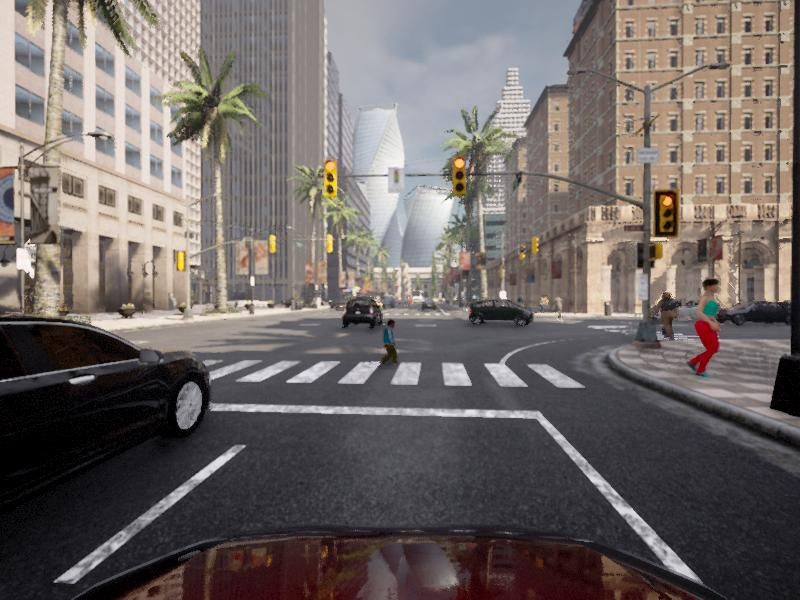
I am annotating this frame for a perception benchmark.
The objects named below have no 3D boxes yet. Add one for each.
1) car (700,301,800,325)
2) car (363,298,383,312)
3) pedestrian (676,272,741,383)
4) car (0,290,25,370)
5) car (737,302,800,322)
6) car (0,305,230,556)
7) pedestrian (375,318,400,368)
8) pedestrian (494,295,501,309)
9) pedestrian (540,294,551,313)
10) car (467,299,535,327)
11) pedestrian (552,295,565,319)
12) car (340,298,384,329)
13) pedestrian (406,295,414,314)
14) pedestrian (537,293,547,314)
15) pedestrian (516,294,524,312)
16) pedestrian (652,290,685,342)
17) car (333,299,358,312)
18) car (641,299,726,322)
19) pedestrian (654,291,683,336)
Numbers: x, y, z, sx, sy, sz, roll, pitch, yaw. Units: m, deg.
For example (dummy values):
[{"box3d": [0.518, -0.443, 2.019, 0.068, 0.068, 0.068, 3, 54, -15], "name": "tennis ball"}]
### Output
[{"box3d": [22.147, 0.792, 24.842, 5.357, 1.411, 2.033, 0, 0, 4], "name": "car"}, {"box3d": [-3.402, 0.593, 50.900, 1.801, 1.575, 5.366, 0, 0, 4], "name": "car"}, {"box3d": [5.559, 0.455, 7.214, 0.751, 1.860, 0.751, 0, 0, -37], "name": "pedestrian"}, {"box3d": [-10.073, 0.665, 7.219, 2.097, 1.767, 4.553, 0, 0, 6], "name": "car"}, {"box3d": [26.813, 0.828, 28.004, 4.718, 1.301, 1.895, 0, 0, 4], "name": "car"}, {"box3d": [-3.369, 0.832, 3.133, 1.837, 1.490, 4.892, 0, 0, 2], "name": "car"}, {"box3d": [-0.301, 0.979, 9.297, 0.500, 1.100, 0.500, 0, 0, -13], "name": "pedestrian"}, {"box3d": [13.586, 0.256, 55.844, 0.751, 1.860, 0.751, 0, 0, 1], "name": "pedestrian"}, {"box3d": [14.066, 0.326, 38.708, 0.751, 1.860, 0.751, 0, 0, -42], "name": "pedestrian"}, {"box3d": [5.989, 0.721, 23.746, 3.705, 1.549, 1.789, 0, 0, 22], "name": "car"}, {"box3d": [12.365, 0.509, 31.195, 0.751, 1.860, 0.751, 0, 0, 8], "name": "pedestrian"}, {"box3d": [-2.053, 0.695, 22.767, 1.851, 1.617, 3.988, 0, 0, 4], "name": "car"}, {"box3d": [1.038, 0.474, 39.857, 0.751, 1.860, 0.751, 0, 0, 6], "name": "pedestrian"}, {"box3d": [13.176, 0.333, 37.106, 0.751, 1.860, 0.751, 0, 0, 28], "name": "pedestrian"}, {"box3d": [12.341, 0.317, 41.047, 0.751, 1.860, 0.751, 0, 0, 22], "name": "pedestrian"}, {"box3d": [9.996, 0.577, 14.916, 0.751, 1.860, 0.751, 0, 0, 8], "name": "pedestrian"}, {"box3d": [-6.910, 0.628, 50.933, 2.128, 1.511, 4.902, 0, 0, 4], "name": "car"}, {"box3d": [20.046, 0.711, 28.476, 4.514, 1.525, 2.007, 0, 0, 4], "name": "car"}, {"box3d": [11.474, 0.567, 17.110, 0.751, 1.860, 0.751, 0, 0, 2], "name": "pedestrian"}]
